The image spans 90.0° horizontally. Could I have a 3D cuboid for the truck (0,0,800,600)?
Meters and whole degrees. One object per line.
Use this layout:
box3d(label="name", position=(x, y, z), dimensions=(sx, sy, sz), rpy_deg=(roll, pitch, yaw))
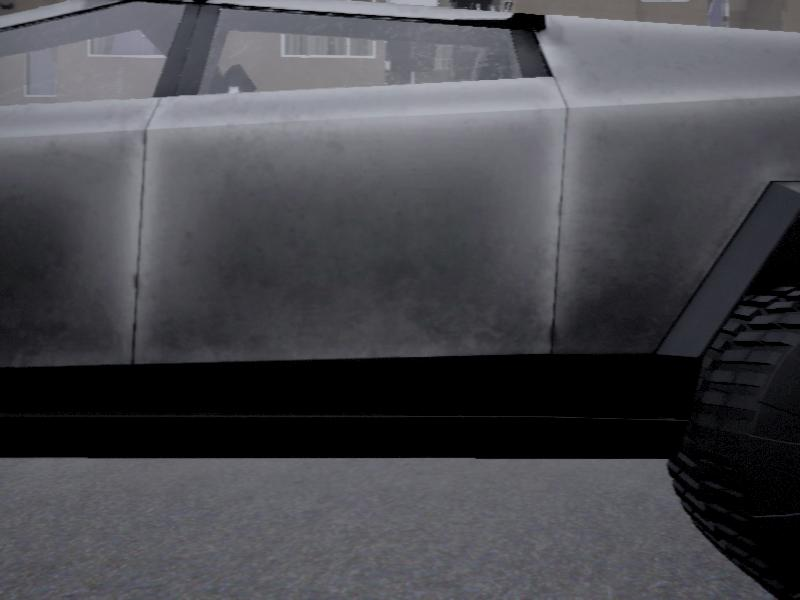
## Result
box3d(label="truck", position=(-0.468, -0.060, 2.200), dimensions=(6.274, 2.098, 2.390), rpy_deg=(0, 0, 0))
